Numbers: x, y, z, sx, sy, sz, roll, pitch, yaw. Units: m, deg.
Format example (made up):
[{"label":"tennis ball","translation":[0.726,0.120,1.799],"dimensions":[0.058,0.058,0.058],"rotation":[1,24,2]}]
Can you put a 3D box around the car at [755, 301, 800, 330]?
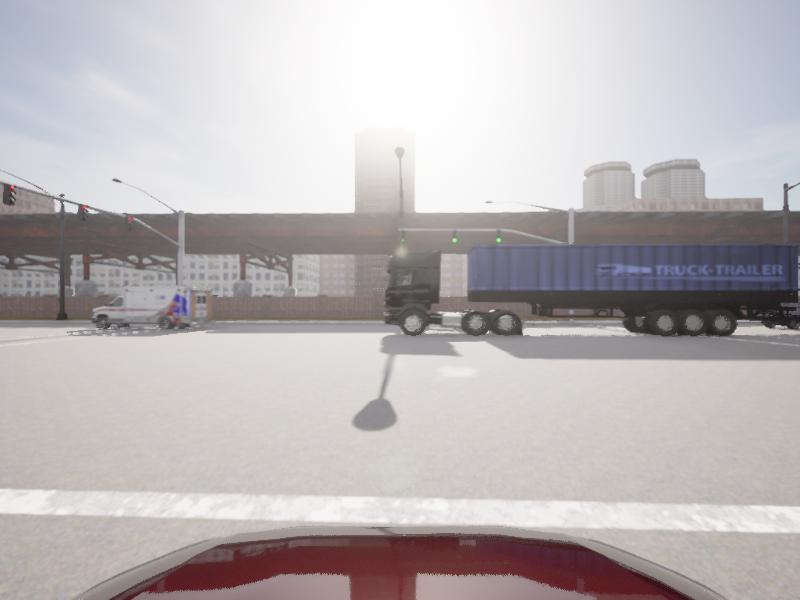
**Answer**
[{"label":"car","translation":[22.219,0.813,22.046],"dimensions":[3.633,1.501,1.845],"rotation":[-1,0,2]}]

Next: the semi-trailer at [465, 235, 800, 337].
[{"label":"semi-trailer","translation":[10.457,-0.568,19.031],"dimensions":[14.254,4.402,2.717],"rotation":[0,0,3]}]

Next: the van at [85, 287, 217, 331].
[{"label":"van","translation":[-14.515,0.494,23.598],"dimensions":[6.366,2.431,2.351],"rotation":[0,0,2]}]

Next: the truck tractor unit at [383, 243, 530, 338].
[{"label":"truck tractor unit","translation":[2.552,-0.444,19.373],"dimensions":[6.516,4.208,3.053],"rotation":[0,0,2]}]
